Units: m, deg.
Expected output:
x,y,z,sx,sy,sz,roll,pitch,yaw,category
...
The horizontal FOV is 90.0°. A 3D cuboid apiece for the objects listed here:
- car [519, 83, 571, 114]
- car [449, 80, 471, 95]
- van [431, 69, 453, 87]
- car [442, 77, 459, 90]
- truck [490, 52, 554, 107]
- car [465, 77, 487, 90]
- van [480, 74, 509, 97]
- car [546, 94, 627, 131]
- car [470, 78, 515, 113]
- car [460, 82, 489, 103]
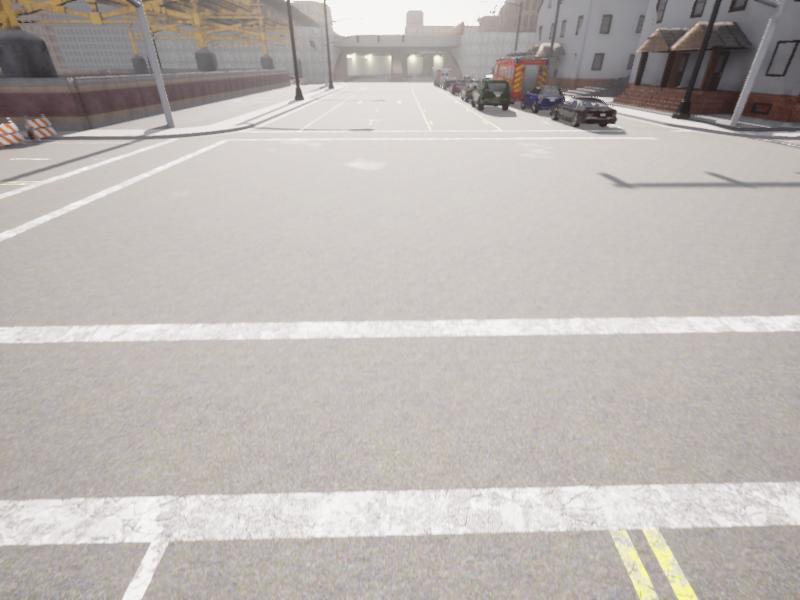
x,y,z,sx,sy,sz,roll,pitch,yaw,category
10.495,-14.841,29.380,2.097,1.767,4.553,0,30,0,car
6.989,-24.942,46.957,1.994,1.385,4.181,0,30,0,car
6.709,-36.095,64.892,2.351,2.431,6.366,-2,31,-4,van
6.989,-30.338,55.998,1.837,1.490,4.892,0,31,0,car
10.499,-19.745,35.710,2.891,3.827,8.468,0,31,0,truck
10.487,-30.243,55.821,2.128,1.511,4.902,0,31,0,car
10.491,-24.078,44.833,2.069,2.038,4.480,0,31,0,van
10.524,-10.948,23.168,2.033,1.411,5.357,-1,31,-2,car
6.996,-15.901,30.932,2.150,2.045,5.566,0,30,0,car
6.994,-19.765,38.042,1.837,1.490,4.892,0,31,0,car
